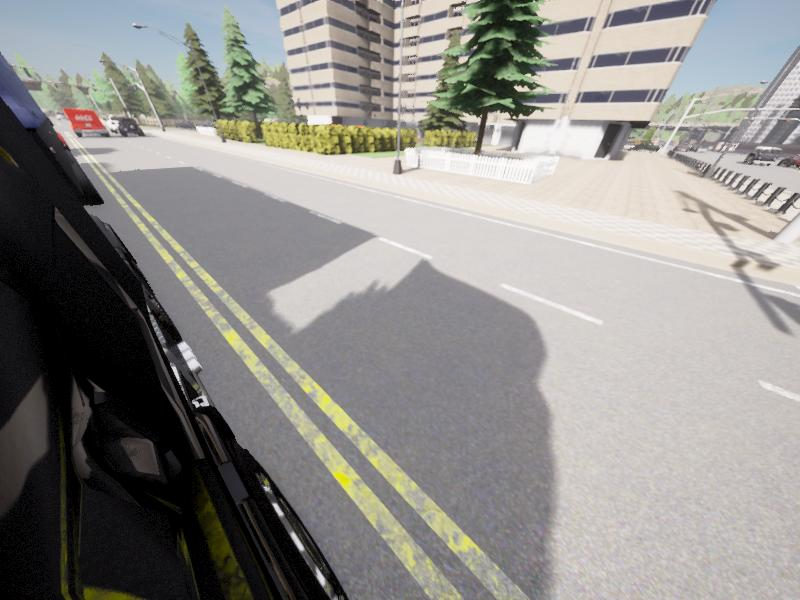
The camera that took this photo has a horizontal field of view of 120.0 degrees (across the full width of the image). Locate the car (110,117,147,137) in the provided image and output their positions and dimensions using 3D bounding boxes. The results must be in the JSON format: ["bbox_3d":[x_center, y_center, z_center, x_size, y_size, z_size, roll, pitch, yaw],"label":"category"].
[{"bbox_3d":[-33.560,-21.400,28.589,3.866,1.878,1.905,28,44,30],"label":"car"}]

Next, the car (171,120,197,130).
[{"bbox_3d":[-48.526,-39.294,51.874,1.845,1.501,3.633,28,44,30],"label":"car"}]

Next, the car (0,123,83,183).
[{"bbox_3d":[-15.827,-6.304,9.693,4.611,1.667,2.242,28,43,30],"label":"car"}]

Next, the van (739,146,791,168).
[{"bbox_3d":[47.365,-18.777,30.153,2.069,2.038,4.480,28,45,30],"label":"van"}]

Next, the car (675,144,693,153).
[{"bbox_3d":[71.569,-38.366,58.308,2.033,1.649,4.856,28,44,30],"label":"car"}]

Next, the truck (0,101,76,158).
[{"bbox_3d":[-22.861,-10.408,14.077,5.204,2.467,2.627,28,43,30],"label":"truck"}]

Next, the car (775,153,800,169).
[{"bbox_3d":[51.078,-17.819,29.622,1.812,1.442,4.674,28,44,30],"label":"car"}]

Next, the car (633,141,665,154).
[{"bbox_3d":[49.342,-30.348,45.851,3.866,1.878,1.905,27,43,29],"label":"car"}]

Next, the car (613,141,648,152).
[{"bbox_3d":[49.349,-32.935,49.552,4.974,1.542,2.038,27,43,29],"label":"car"}]

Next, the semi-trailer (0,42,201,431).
[{"bbox_3d":[-8.689,-3.610,4.237,14.254,4.402,2.717,28,44,30],"label":"semi-trailer"}]

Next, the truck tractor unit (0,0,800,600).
[{"bbox_3d":[-2.645,-0.295,0.351,6.516,4.208,3.053,28,44,30],"label":"truck tractor unit"}]

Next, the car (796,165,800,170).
[{"bbox_3d":[46.600,-14.704,25.283,1.895,1.301,4.718,28,44,30],"label":"car"}]

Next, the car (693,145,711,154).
[{"bbox_3d":[75.365,-37.655,57.699,1.851,1.617,3.988,28,44,30],"label":"car"}]

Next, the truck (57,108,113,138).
[{"bbox_3d":[-35.098,-19.725,25.761,5.204,2.467,2.627,28,44,30],"label":"truck"}]

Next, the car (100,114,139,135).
[{"bbox_3d":[-38.962,-24.360,32.078,5.566,2.045,2.150,28,44,30],"label":"car"}]
